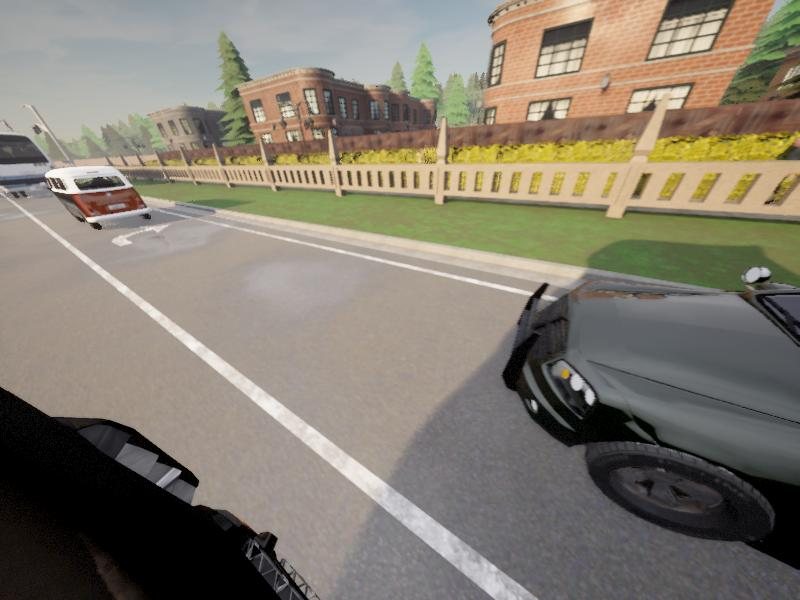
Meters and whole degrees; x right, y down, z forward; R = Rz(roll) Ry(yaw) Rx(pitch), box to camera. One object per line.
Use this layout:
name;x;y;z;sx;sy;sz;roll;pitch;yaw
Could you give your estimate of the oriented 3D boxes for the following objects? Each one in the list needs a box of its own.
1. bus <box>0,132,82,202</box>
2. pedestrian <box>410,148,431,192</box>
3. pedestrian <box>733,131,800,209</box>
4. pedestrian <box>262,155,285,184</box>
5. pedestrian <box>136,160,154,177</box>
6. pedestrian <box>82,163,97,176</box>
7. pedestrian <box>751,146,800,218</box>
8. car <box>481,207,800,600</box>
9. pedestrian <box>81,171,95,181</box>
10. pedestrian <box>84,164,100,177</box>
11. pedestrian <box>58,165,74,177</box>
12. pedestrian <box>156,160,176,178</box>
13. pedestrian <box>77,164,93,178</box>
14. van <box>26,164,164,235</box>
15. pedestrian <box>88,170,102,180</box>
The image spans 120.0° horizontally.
bus;-33.066;-11.432;19.807;10.273;4.253;3.944;17;39;27
pedestrian;1.039;-6.571;11.704;0.751;1.860;0.751;16;38;26
pedestrian;10.937;-3.670;6.584;0.751;1.860;0.751;18;39;28
pedestrian;-9.657;-9.987;17.656;0.751;1.860;0.751;17;39;27
pedestrian;-34.856;-17.954;31.558;0.751;1.860;0.751;19;40;30
pedestrian;-53.911;-22.661;40.095;0.751;1.860;0.751;24;42;34
pedestrian;10.327;-3.114;5.800;0.751;1.860;0.751;17;39;28
car;3.327;0.760;1.159;4.974;1.542;2.038;17;39;27
pedestrian;-39.826;-15.860;29.491;0.500;1.100;0.500;6;35;13
pedestrian;-51.620;-21.642;38.683;0.751;1.860;0.751;18;39;28
pedestrian;-61.819;-23.867;42.793;0.751;1.860;0.751;9;36;18
pedestrian;-27.846;-15.627;27.525;0.751;1.860;0.751;18;39;29
pedestrian;-52.279;-21.404;38.360;0.751;1.860;0.751;20;40;30
van;-12.411;-4.275;9.465;4.480;2.038;2.069;17;39;27
pedestrian;-39.402;-16.134;29.868;0.500;1.100;0.500;13;37;23
